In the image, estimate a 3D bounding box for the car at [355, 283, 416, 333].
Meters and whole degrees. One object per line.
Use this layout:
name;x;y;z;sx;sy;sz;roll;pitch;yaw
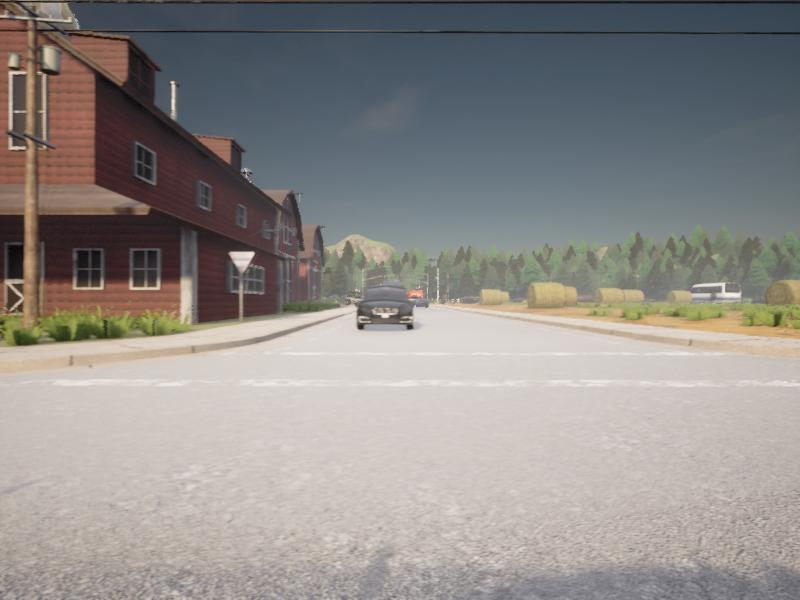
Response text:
car;-0.462;0.231;14.480;1.837;1.490;4.892;0;0;-1

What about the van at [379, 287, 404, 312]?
van;-0.754;-0.025;35.330;2.069;2.038;4.480;0;0;-2

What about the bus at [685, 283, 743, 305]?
bus;62.590;-1.139;80.136;3.944;4.253;10.273;0;0;3

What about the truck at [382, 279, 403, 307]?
truck;-1.086;-0.930;58.723;2.891;3.827;8.468;1;-1;-1

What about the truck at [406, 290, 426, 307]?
truck;2.369;-0.221;60.845;2.627;2.467;5.204;0;0;-1

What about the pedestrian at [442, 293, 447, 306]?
pedestrian;6.654;-0.095;59.936;0.751;1.860;0.751;0;0;4

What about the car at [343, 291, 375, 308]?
car;-5.137;-0.094;49.926;1.905;1.878;3.866;8;-4;-43

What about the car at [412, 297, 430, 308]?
car;2.536;0.313;49.631;1.994;1.385;4.181;0;0;-1
